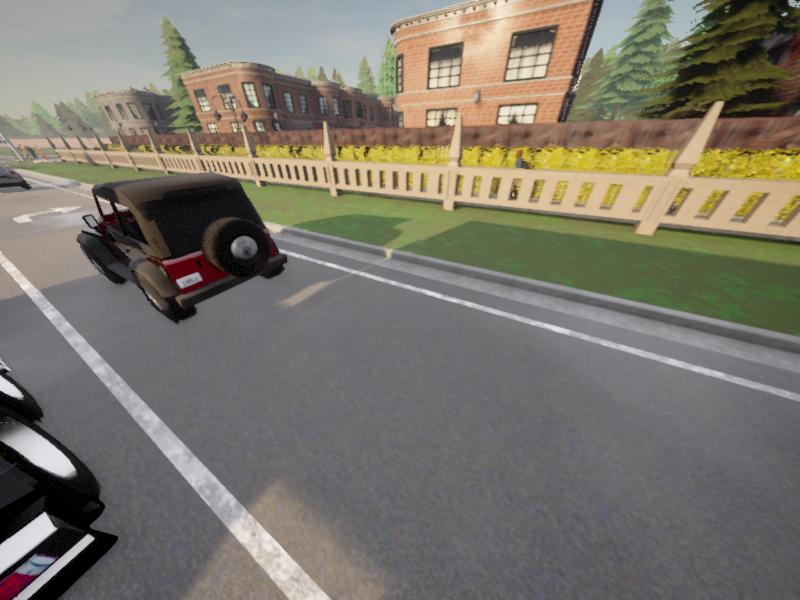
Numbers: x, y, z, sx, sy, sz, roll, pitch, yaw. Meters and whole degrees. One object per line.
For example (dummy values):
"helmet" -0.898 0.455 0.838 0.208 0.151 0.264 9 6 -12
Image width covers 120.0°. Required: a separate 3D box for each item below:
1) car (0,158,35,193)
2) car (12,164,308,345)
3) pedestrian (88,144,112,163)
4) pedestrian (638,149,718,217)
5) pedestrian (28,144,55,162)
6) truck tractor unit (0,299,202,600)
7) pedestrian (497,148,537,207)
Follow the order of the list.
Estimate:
"car" -23.558 -7.145 13.198 3.806 1.475 1.970 17 38 24
"car" -3.949 -1.166 4.072 3.866 1.878 1.905 17 38 24
"pedestrian" -34.758 -16.960 26.793 0.751 1.860 0.751 12 36 17
"pedestrian" 8.792 -3.751 7.438 0.751 1.860 0.751 18 39 24
"pedestrian" -44.932 -18.433 28.986 0.751 1.860 0.751 4 35 6
"truck tractor unit" -5.165 -0.243 0.696 6.516 4.208 3.053 16 38 21
"pedestrian" 4.385 -4.638 8.747 0.751 1.860 0.751 21 40 28
